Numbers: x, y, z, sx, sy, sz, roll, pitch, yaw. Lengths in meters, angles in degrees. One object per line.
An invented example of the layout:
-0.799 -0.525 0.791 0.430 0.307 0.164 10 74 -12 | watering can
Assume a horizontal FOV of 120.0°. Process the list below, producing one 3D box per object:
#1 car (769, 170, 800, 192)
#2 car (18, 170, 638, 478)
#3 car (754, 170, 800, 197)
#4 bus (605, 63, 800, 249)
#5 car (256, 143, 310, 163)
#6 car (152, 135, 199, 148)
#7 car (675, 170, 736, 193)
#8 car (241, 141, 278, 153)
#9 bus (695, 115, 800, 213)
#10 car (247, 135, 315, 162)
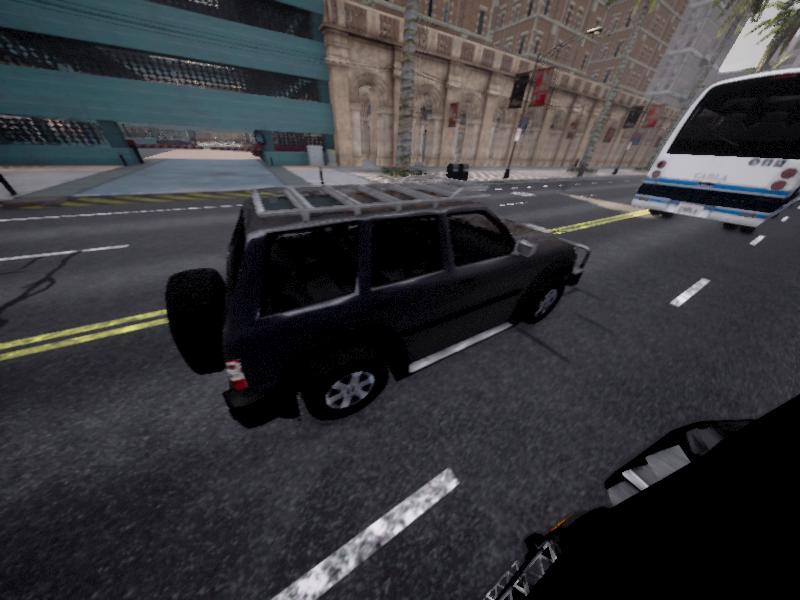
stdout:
40.681 -12.226 23.596 5.027 1.651 2.152 -16 38 -25 | car
0.285 -0.471 2.918 4.605 1.855 1.932 -16 38 -26 | car
33.620 -10.170 20.020 5.027 1.651 2.152 -16 39 -26 | car
14.137 -5.584 9.409 10.273 4.253 3.944 -16 39 -26 | bus
-11.996 -15.175 23.885 4.514 1.523 2.007 -16 39 -26 | car
-35.507 -25.209 36.813 4.902 1.511 2.128 -16 39 -26 | car
25.587 -9.975 19.343 4.181 1.385 1.994 -16 39 -26 | car
-22.099 -24.201 36.512 4.718 1.301 1.895 -16 39 -26 | car
25.019 -8.787 14.971 10.273 4.253 3.944 -16 39 -26 | bus
-12.029 -15.484 23.639 5.566 2.045 2.435 -16 39 -26 | car
